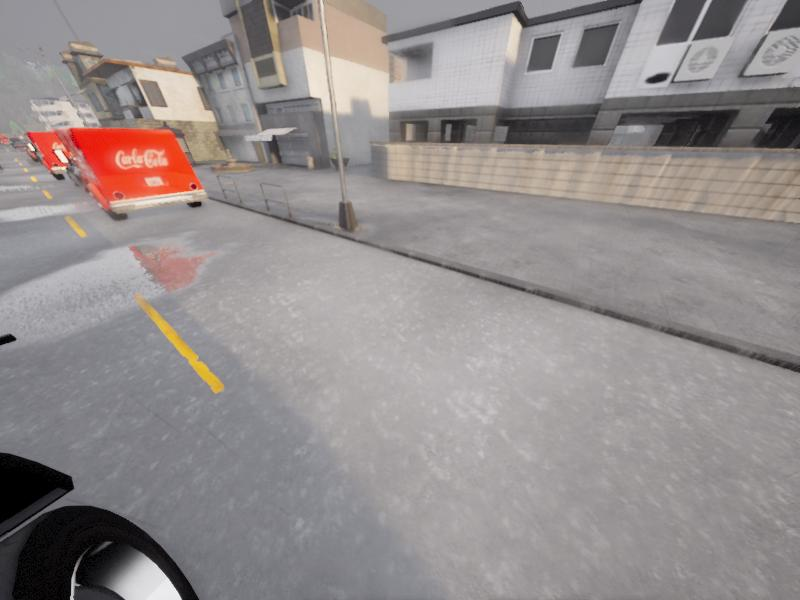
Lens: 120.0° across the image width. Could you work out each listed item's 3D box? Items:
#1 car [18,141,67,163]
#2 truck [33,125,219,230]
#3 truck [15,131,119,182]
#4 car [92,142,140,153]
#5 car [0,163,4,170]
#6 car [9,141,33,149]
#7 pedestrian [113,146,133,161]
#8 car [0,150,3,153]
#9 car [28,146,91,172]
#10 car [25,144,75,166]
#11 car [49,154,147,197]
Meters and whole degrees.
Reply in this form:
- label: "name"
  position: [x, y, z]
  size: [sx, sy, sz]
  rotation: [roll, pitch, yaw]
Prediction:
- label: "car"
  position: [-38.926, -16.185, 25.143]
  size: [4.553, 1.767, 2.097]
  rotation: [22, 41, 28]
- label: "truck"
  position: [-9.591, -4.561, 8.207]
  size: [5.204, 2.467, 2.627]
  rotation: [22, 41, 28]
- label: "truck"
  position: [-21.692, -9.474, 15.114]
  size: [5.204, 2.467, 2.627]
  rotation: [22, 41, 28]
- label: "car"
  position: [-49.173, -26.599, 40.145]
  size: [1.837, 1.490, 4.892]
  rotation: [24, 41, 29]
- label: "car"
  position: [-34.631, -11.430, 18.843]
  size: [4.718, 1.301, 1.895]
  rotation: [22, 41, 28]
- label: "car"
  position: [-80.051, -32.710, 48.758]
  size: [4.181, 1.385, 1.994]
  rotation: [21, 40, 27]
- label: "pedestrian"
  position: [-29.686, -15.715, 24.736]
  size: [0.751, 1.300, 0.751]
  rotation: [22, 41, 28]
- label: "car"
  position: [-65.699, -24.144, 36.645]
  size: [5.357, 1.411, 2.033]
  rotation: [20, 40, 26]
- label: "car"
  position: [-28.008, -11.650, 18.991]
  size: [4.974, 1.542, 2.038]
  rotation: [22, 41, 28]
- label: "car"
  position: [-33.535, -13.924, 22.124]
  size: [3.988, 1.617, 1.851]
  rotation: [22, 41, 28]
- label: "car"
  position: [-15.771, -6.629, 12.045]
  size: [5.357, 1.411, 2.033]
  rotation: [22, 41, 28]
